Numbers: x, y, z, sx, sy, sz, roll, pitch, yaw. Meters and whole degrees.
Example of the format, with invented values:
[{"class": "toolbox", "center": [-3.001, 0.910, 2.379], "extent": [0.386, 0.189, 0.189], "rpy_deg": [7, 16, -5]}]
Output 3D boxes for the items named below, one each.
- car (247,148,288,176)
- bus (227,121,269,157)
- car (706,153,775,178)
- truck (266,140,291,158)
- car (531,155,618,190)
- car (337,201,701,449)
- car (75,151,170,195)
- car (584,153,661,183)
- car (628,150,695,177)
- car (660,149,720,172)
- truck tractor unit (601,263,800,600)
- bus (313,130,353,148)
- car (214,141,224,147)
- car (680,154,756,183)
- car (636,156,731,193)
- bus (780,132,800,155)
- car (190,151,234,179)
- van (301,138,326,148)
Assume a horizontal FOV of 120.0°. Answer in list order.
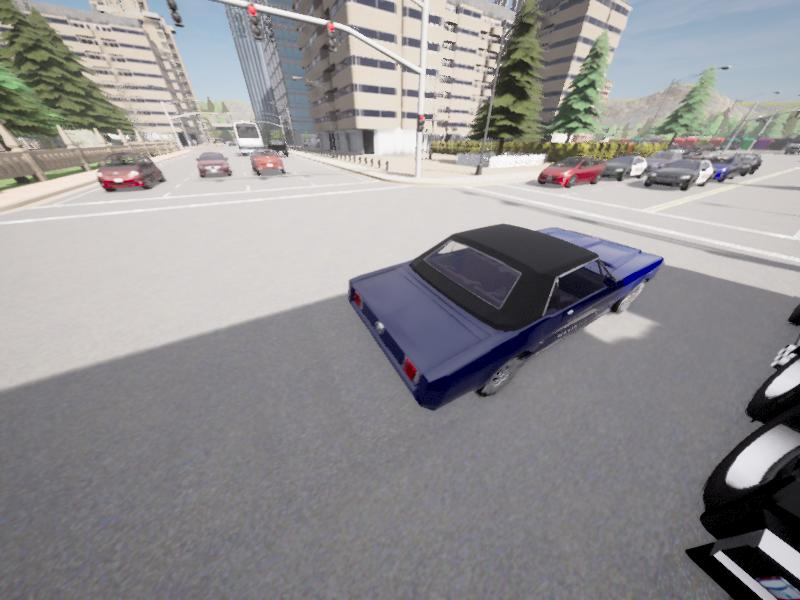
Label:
[{"class": "car", "center": [-10.966, -11.436, 18.937], "extent": [2.152, 1.651, 5.027], "rpy_deg": [-18, 39, -24]}, {"class": "bus", "center": [-24.624, -25.977, 37.410], "extent": [3.944, 4.253, 10.273], "rpy_deg": [-18, 39, -24]}, {"class": "car", "center": [28.559, -11.387, 19.394], "extent": [4.902, 1.511, 2.128], "rpy_deg": [-18, 39, -24]}, {"class": "truck", "center": [-18.498, -22.951, 35.006], "extent": [2.390, 2.098, 6.274], "rpy_deg": [-16, 38, -22]}, {"class": "car", "center": [10.731, -7.965, 14.263], "extent": [4.514, 1.525, 2.007], "rpy_deg": [-17, 38, -23]}, {"class": "car", "center": [1.778, -0.319, 3.364], "extent": [4.718, 1.301, 1.895], "rpy_deg": [-18, 39, -24]}, {"class": "car", "center": [-14.719, -7.074, 12.632], "extent": [1.851, 1.617, 3.988], "rpy_deg": [-16, 38, -23]}, {"class": "car", "center": [16.164, -9.685, 16.794], "extent": [4.974, 1.542, 2.038], "rpy_deg": [-18, 39, -24]}, {"class": "car", "center": [22.192, -11.677, 19.640], "extent": [4.856, 1.649, 2.033], "rpy_deg": [-18, 39, -24]}, {"class": "car", "center": [28.285, -13.669, 22.537], "extent": [4.611, 1.667, 2.242], "rpy_deg": [-18, 39, -25]}, {"class": "truck tractor unit", "center": [5.116, -0.292, 0.785], "extent": [6.516, 4.208, 3.053], "rpy_deg": [-18, 39, -24]}, {"class": "bus", "center": [-20.203, -48.617, 69.934], "extent": [10.273, 4.253, 3.944], "rpy_deg": [-18, 39, -24]}, {"class": "car", "center": [-56.215, -48.472, 71.813], "extent": [1.801, 1.575, 5.366], "rpy_deg": [-18, 39, -24]}, {"class": "car", "center": [23.040, -9.605, 16.757], "extent": [4.514, 1.525, 2.007], "rpy_deg": [-18, 39, -24]}, {"class": "car", "center": [16.990, -7.647, 13.870], "extent": [4.974, 1.542, 2.038], "rpy_deg": [-18, 39, -24]}, {"class": "bus", "center": [92.518, -35.514, 52.402], "extent": [10.273, 4.253, 3.944], "rpy_deg": [-17, 39, -24]}, {"class": "car", "center": [-13.791, -10.156, 17.221], "extent": [1.812, 1.442, 4.674], "rpy_deg": [-18, 39, -24]}, {"class": "van", "center": [-26.460, -48.251, 70.937], "extent": [6.366, 2.431, 2.351], "rpy_deg": [-18, 39, -24]}]
